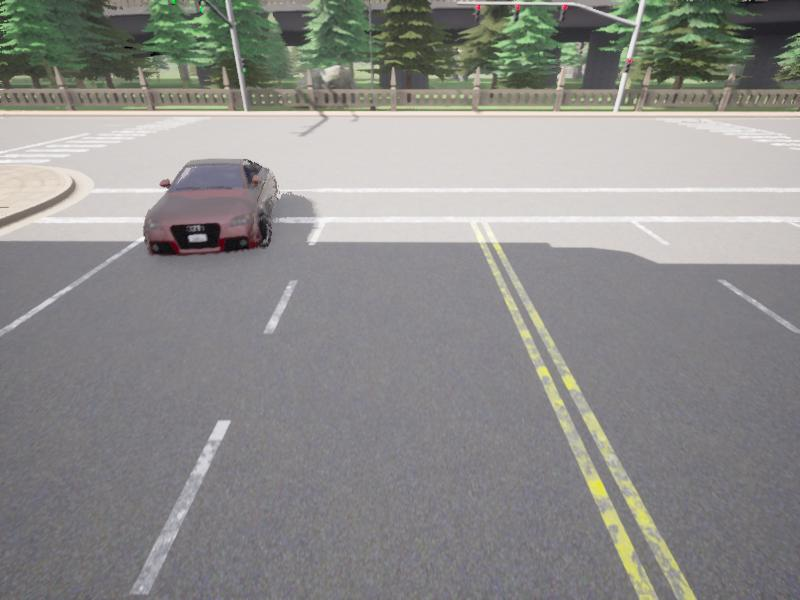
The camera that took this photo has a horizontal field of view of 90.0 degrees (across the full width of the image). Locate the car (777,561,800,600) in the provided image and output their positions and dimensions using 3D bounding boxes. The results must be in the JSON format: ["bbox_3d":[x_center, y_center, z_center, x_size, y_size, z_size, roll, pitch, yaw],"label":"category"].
[{"bbox_3d":[3.513,2.282,0.244,1.932,1.855,4.605,0,30,0],"label":"car"}]

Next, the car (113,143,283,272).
[{"bbox_3d":[-3.757,-2.194,8.409,1.994,1.385,4.181,-5,31,-8],"label":"car"}]
